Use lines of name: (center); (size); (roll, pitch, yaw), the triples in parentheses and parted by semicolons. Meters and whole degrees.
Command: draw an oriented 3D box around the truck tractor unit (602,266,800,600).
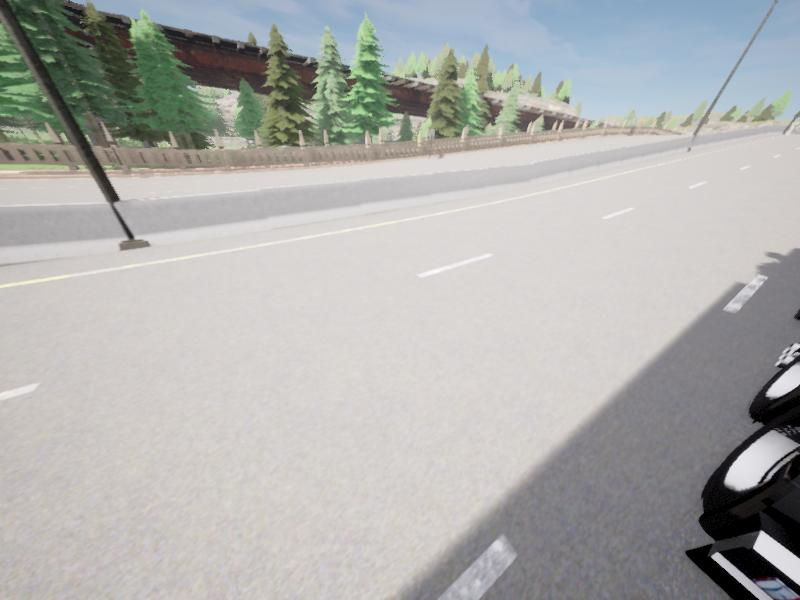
truck tractor unit: (5.092, -0.325, 0.758); (6.516, 4.208, 3.053); (-19, 39, -23)
